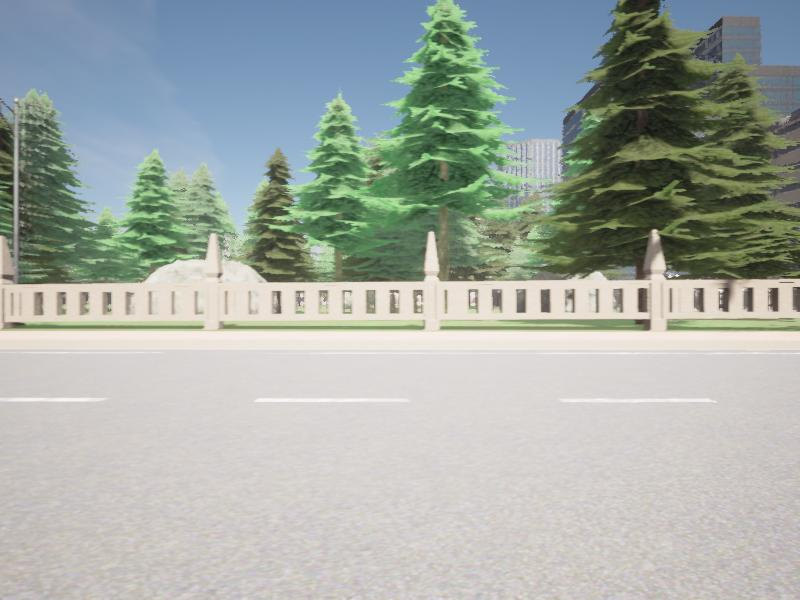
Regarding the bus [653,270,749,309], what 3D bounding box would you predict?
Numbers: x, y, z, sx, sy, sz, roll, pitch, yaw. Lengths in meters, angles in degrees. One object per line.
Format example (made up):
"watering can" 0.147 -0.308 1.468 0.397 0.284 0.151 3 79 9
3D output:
"bus" 36.124 -1.099 48.770 3.944 4.253 10.273 0 0 0
